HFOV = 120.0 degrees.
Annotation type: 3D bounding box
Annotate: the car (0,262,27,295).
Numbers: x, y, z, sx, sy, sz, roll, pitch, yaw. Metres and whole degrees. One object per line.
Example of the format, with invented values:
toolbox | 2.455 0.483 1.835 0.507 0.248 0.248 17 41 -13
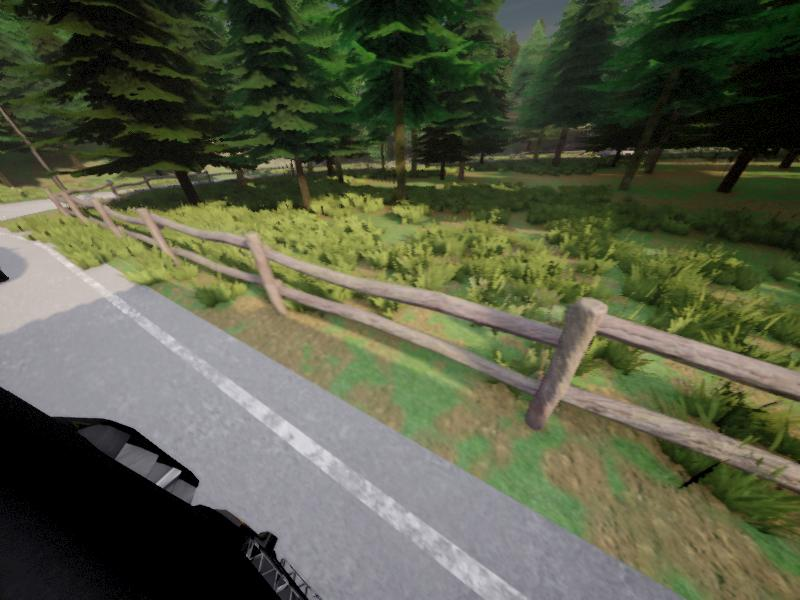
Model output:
car | -10.722 -1.002 4.801 4.856 1.649 2.033 15 37 24
